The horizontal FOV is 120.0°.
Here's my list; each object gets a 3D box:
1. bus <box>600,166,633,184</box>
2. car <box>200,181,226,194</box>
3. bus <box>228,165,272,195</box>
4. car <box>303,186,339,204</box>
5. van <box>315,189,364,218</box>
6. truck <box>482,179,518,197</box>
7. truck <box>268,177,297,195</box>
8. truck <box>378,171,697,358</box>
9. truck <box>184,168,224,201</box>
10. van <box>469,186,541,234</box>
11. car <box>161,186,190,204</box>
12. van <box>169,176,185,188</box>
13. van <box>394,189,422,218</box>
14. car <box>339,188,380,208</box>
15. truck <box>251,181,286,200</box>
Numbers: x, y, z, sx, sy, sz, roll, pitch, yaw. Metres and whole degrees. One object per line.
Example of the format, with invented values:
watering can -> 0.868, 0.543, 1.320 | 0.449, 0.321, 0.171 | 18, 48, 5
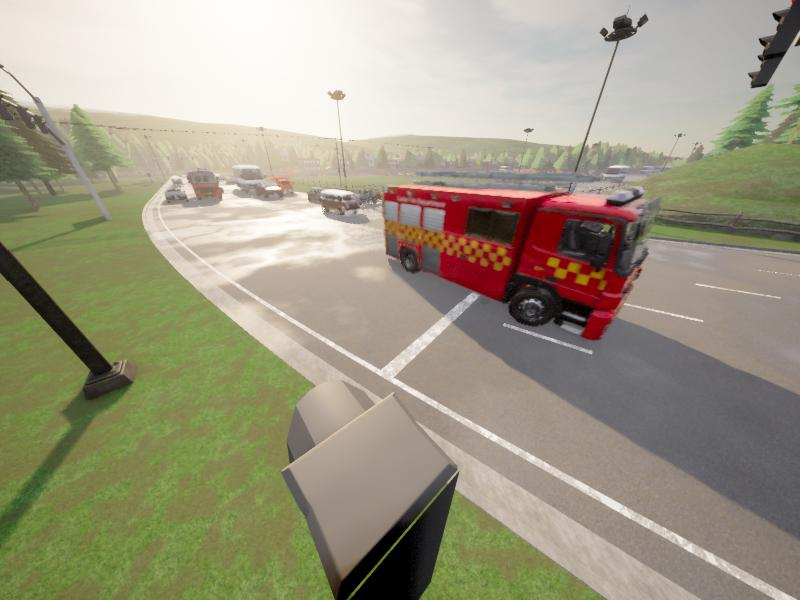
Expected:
bus -> 61.783, -35.921, 65.962 | 10.273, 4.253, 3.944 | -23, 37, -34
car -> -33.022, -19.800, 40.675 | 5.027, 1.651, 2.152 | 24, 38, 35
bus -> -27.158, -21.914, 41.702 | 3.944, 4.253, 10.273 | -22, 37, -33
car -> -10.332, -13.723, 30.103 | 2.242, 1.667, 4.611 | -26, 39, -37
van -> -5.800, -9.313, 22.097 | 4.480, 2.038, 2.069 | 25, 38, 36
truck -> 16.298, -18.247, 37.512 | 6.274, 2.098, 2.390 | -23, 37, -34
truck -> -19.950, -19.418, 39.175 | 2.627, 2.467, 5.204 | -22, 37, -33
truck -> 2.970, -2.346, 8.244 | 2.891, 3.827, 8.468 | -23, 37, -34
truck -> -28.387, -16.866, 33.394 | 2.891, 3.827, 8.468 | -22, 37, -33
van -> 7.901, -7.390, 18.440 | 2.351, 2.431, 6.366 | -8, 30, -2
car -> -29.716, -13.989, 30.613 | 2.152, 1.651, 5.027 | -23, 37, -34
van -> -50.295, -26.675, 52.173 | 2.069, 2.038, 4.480 | -22, 37, -33
van -> 0.825, -9.466, 22.416 | 1.775, 1.987, 4.442 | 7, 31, 12
car -> -4.743, -12.551, 28.123 | 2.152, 1.651, 5.027 | 16, 34, 25
truck -> -19.441, -16.213, 33.985 | 2.390, 2.098, 6.274 | -24, 38, -36
